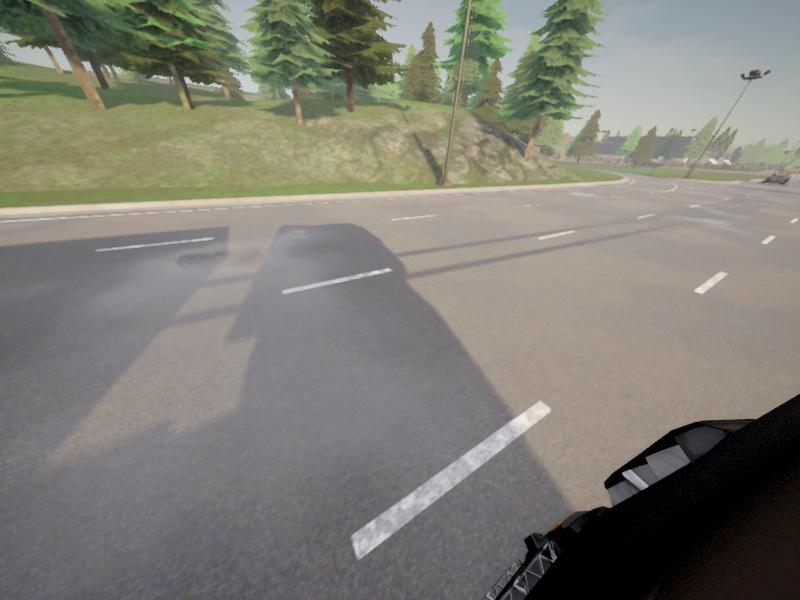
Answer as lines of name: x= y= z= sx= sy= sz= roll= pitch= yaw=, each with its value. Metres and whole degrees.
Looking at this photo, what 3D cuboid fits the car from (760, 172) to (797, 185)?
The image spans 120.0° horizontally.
car: x=57.535 y=-18.479 z=35.110 sx=4.902 sy=1.511 sz=2.128 roll=-16 pitch=38 yaw=-26
